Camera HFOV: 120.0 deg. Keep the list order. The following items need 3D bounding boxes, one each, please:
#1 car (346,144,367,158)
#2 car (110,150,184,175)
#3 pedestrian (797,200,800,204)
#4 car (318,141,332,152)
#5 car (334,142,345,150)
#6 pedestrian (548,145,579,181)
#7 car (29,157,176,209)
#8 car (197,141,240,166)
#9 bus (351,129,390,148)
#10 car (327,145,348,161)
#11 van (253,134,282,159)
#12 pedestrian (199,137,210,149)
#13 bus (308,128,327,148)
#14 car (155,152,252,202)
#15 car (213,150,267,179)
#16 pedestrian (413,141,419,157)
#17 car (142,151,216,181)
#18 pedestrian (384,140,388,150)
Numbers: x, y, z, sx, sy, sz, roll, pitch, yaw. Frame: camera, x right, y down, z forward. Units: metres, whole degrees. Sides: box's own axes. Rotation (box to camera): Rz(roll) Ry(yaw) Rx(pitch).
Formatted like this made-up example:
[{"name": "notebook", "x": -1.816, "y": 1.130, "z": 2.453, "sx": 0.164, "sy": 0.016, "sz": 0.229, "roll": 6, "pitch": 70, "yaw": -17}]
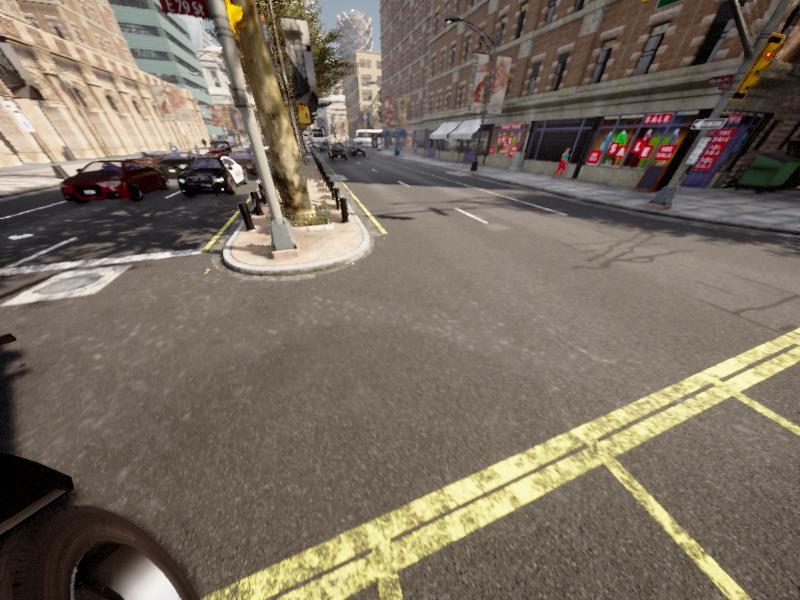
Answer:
[{"name": "car", "x": -6.526, "y": -22.313, "z": 34.420, "sx": 2.038, "sy": 1.542, "sz": 4.974, "roll": -10, "pitch": 37, "yaw": -16}, {"name": "car", "x": -18.823, "y": -10.547, "z": 17.554, "sx": 1.895, "sy": 1.301, "sz": 4.718, "roll": -11, "pitch": 37, "yaw": -16}, {"name": "pedestrian", "x": 17.535, "y": -4.783, "z": 9.196, "sx": 0.751, "sy": 1.860, "sz": 0.751, "roll": -11, "pitch": 37, "yaw": -16}, {"name": "car", "x": -14.634, "y": -29.885, "z": 45.009, "sx": 2.033, "sy": 1.649, "sz": 4.856, "roll": -11, "pitch": 37, "yaw": -16}, {"name": "car", "x": -13.576, "y": -34.340, "z": 51.487, "sx": 1.845, "sy": 1.501, "sz": 3.633, "roll": -10, "pitch": 36, "yaw": -15}, {"name": "pedestrian", "x": 10.276, "y": -8.641, "z": 14.578, "sx": 0.751, "sy": 1.860, "sz": 0.751, "roll": -10, "pitch": 36, "yaw": -14}, {"name": "car", "x": -12.303, "y": -5.295, "z": 10.110, "sx": 1.994, "sy": 1.385, "sz": 4.181, "roll": -11, "pitch": 37, "yaw": -16}, {"name": "car", "x": -17.537, "y": -14.401, "z": 22.580, "sx": 1.905, "sy": 1.878, "sz": 3.866, "roll": -11, "pitch": 37, "yaw": -16}, {"name": "bus", "x": -8.529, "y": -47.348, "z": 67.802, "sx": 10.273, "sy": 4.253, "sz": 3.944, "roll": -11, "pitch": 37, "yaw": -16}, {"name": "car", "x": -7.900, "y": -18.389, "z": 28.810, "sx": 1.837, "sy": 1.490, "sz": 4.892, "roll": -11, "pitch": 37, "yaw": -16}, {"name": "van", "x": -17.000, "y": -20.004, "z": 30.038, "sx": 1.988, "sy": 2.561, "sz": 5.915, "roll": -11, "pitch": 37, "yaw": -16}, {"name": "pedestrian", "x": -38.088, "y": -30.550, "z": 45.014, "sx": 0.751, "sy": 1.860, "sz": 0.751, "roll": -11, "pitch": 37, "yaw": -16}, {"name": "bus", "x": -22.961, "y": -44.903, "z": 64.045, "sx": 3.944, "sy": 4.253, "sz": 10.273, "roll": -11, "pitch": 37, "yaw": -16}, {"name": "car", "x": -9.176, "y": -6.279, "z": 11.434, "sx": 2.038, "sy": 1.542, "sz": 4.974, "roll": -11, "pitch": 37, "yaw": -16}, {"name": "car", "x": -11.458, "y": -10.115, "z": 16.996, "sx": 2.033, "sy": 1.411, "sz": 5.357, "roll": -10, "pitch": 37, "yaw": -16}, {"name": "pedestrian", "x": 2.210, "y": -21.169, "z": 32.346, "sx": 0.751, "sy": 1.860, "sz": 0.751, "roll": -2, "pitch": 35, "yaw": -3}, {"name": "car", "x": -14.569, "y": -9.159, "z": 15.594, "sx": 1.994, "sy": 1.385, "sz": 4.181, "roll": -10, "pitch": 36, "yaw": -15}, {"name": "pedestrian", "x": -3.169, "y": -34.770, "z": 51.700, "sx": 0.751, "sy": 1.860, "sz": 0.751, "roll": -9, "pitch": 36, "yaw": -14}]
